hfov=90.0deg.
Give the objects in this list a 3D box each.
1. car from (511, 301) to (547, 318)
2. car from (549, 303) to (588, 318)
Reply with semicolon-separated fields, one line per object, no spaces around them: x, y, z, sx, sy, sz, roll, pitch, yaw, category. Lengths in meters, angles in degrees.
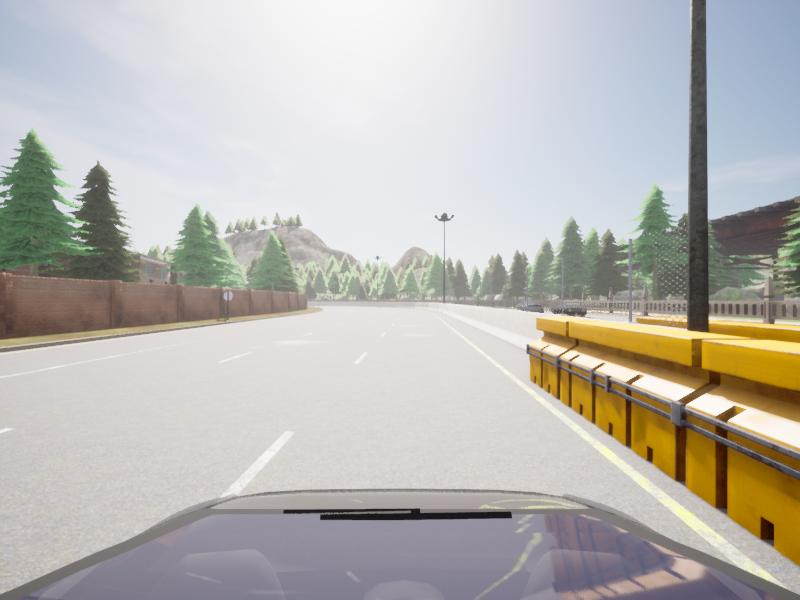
12.336;0.837;38.623;2.128;1.511;4.902;0;0;2;car
15.808;0.944;37.846;1.895;1.301;4.718;0;0;2;car
